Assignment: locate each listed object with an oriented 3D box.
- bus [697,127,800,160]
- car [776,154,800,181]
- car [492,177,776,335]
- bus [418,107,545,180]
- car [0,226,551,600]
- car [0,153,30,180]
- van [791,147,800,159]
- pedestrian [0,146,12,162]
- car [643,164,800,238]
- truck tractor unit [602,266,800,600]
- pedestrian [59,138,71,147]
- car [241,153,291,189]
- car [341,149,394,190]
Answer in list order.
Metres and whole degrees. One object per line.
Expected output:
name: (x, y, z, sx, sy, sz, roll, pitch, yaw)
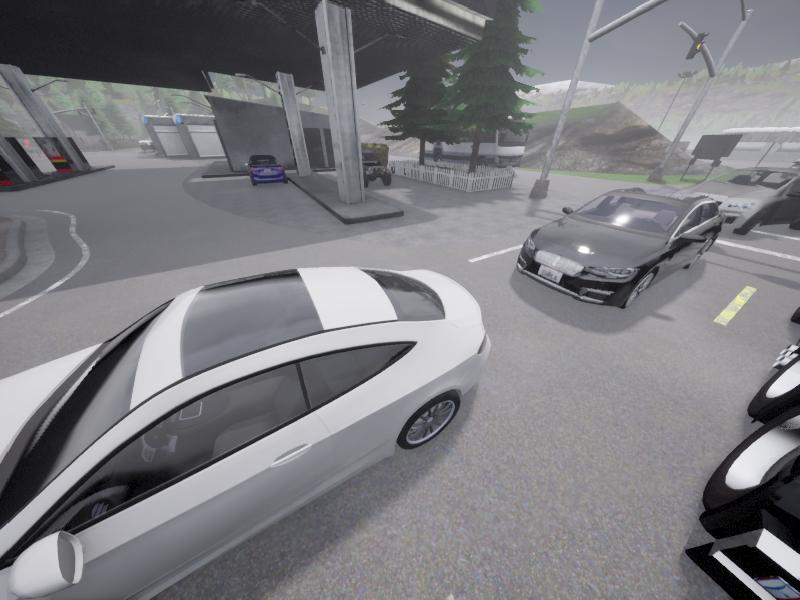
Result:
bus: (60.006, -26.626, 39.281, 3.944, 4.253, 10.273, -18, 39, -24)
car: (30.433, -9.772, 16.911, 4.974, 1.542, 2.038, -18, 39, -24)
car: (4.568, -1.333, 4.622, 4.902, 1.511, 2.128, -18, 39, -24)
bus: (6.233, -13.979, 20.727, 3.944, 4.253, 10.273, -18, 39, -24)
car: (-1.279, 0.678, 1.915, 4.674, 1.442, 1.812, -18, 38, -25)
car: (-29.449, -9.374, 16.281, 1.816, 1.474, 4.193, -18, 39, -24)
van: (69.441, -24.418, 38.169, 1.775, 1.987, 4.442, -18, 39, -24)
pedestrian: (-45.358, -16.660, 25.977, 0.751, 1.860, 0.751, -18, 39, -24)
car: (11.303, -3.332, 7.489, 4.611, 1.667, 2.242, -7, 35, -13)
truck tractor unit: (5.112, -0.300, 0.778, 6.516, 4.208, 3.053, -18, 39, -24)
pedestrian: (-88.673, -41.661, 61.152, 0.751, 1.860, 0.751, 1, 35, 1)
car: (-9.247, -8.986, 15.820, 2.242, 1.667, 4.611, -18, 39, -25)
car: (-2.172, -8.580, 14.997, 1.905, 1.878, 3.866, -18, 39, -25)
